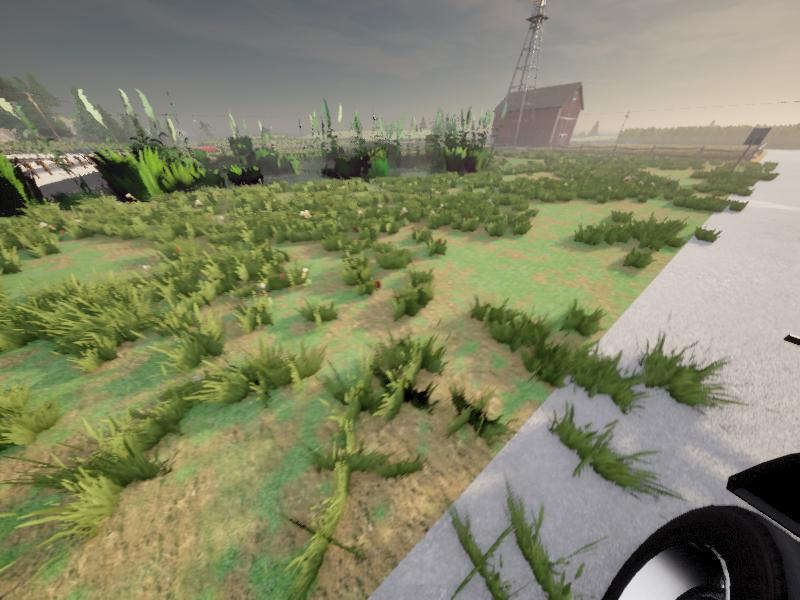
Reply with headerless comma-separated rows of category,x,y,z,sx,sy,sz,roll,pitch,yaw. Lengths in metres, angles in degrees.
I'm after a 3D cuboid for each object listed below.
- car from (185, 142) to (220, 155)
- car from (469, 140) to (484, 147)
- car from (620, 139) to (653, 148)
car,-36.894,-28.477,43.352,4.553,1.767,2.097,-19,39,-24
car,23.065,-47.034,69.416,3.806,1.475,1.970,-19,39,-25
car,55.203,-36.589,53.990,2.038,1.542,4.974,-23,41,-29
